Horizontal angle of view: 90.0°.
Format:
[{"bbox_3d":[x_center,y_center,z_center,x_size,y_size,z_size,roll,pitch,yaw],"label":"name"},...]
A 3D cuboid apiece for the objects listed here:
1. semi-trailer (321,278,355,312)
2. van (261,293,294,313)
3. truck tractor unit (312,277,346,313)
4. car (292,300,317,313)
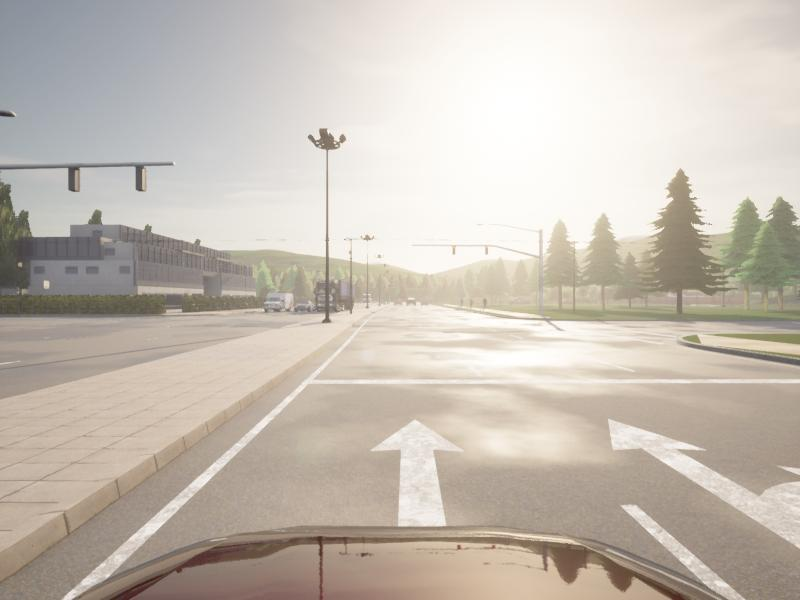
[{"bbox_3d":[-8.764,-0.662,58.423,2.717,4.402,14.254,0,0,1],"label":"semi-trailer"},{"bbox_3d":[-15.819,0.337,52.141,2.351,2.431,6.366,0,0,0],"label":"van"},{"bbox_3d":[-8.829,-0.556,50.511,3.053,4.208,6.516,0,0,0],"label":"truck tractor unit"},{"bbox_3d":[-12.318,0.783,51.953,2.038,1.542,4.974,0,0,0],"label":"car"}]
